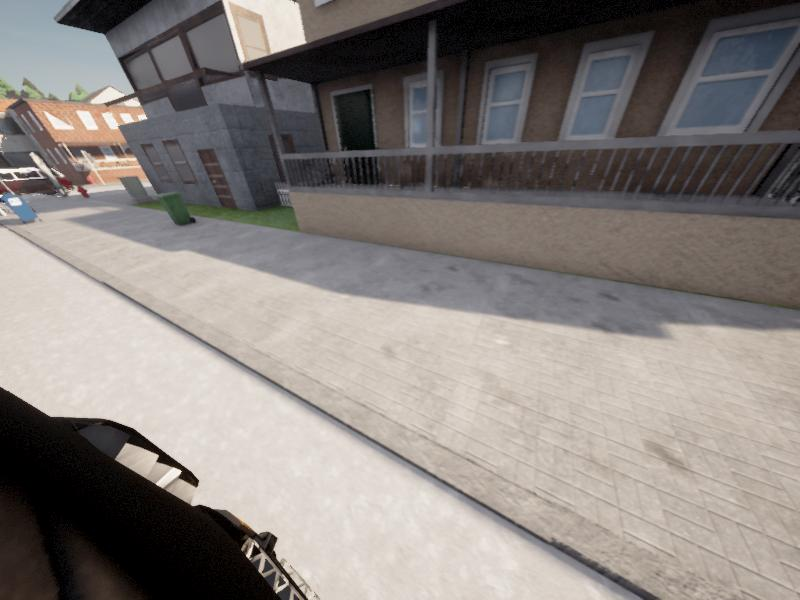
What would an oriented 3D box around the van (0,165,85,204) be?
[{"bbox_3d":[-28.264,-8.759,17.439,2.069,2.038,4.480,3,34,12],"label":"van"}]
